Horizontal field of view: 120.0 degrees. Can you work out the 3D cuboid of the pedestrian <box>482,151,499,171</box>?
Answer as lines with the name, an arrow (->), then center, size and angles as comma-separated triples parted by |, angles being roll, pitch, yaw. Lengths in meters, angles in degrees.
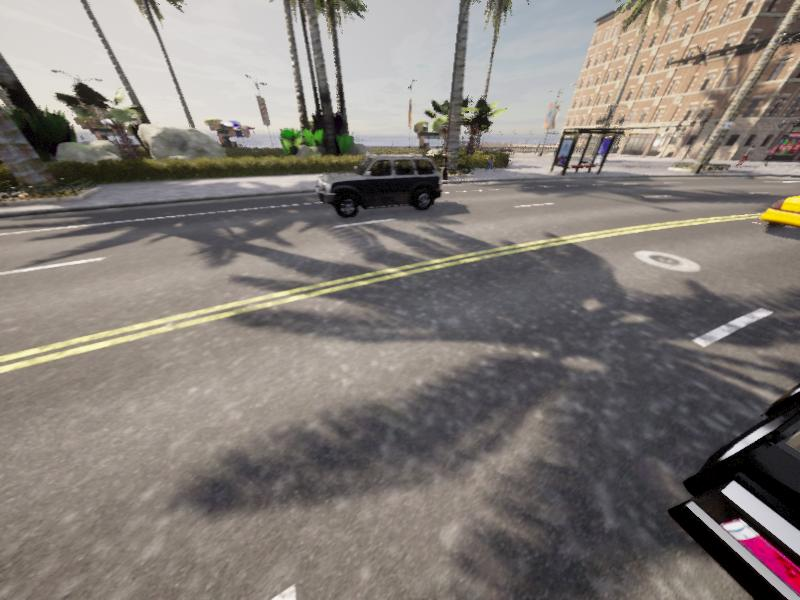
pedestrian -> 7.140, -10.980, 18.288 | 0.751, 1.300, 0.751 | -5, 35, -9

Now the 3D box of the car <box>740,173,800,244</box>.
car -> 13.517, -2.687, 6.617 | 5.366, 1.575, 1.801 | -7, 36, -11

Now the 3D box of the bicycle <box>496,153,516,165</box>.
bicycle -> 10.632, -14.155, 23.163 | 1.643, 1.024, 0.373 | -2, 35, -4

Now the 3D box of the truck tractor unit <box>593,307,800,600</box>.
truck tractor unit -> 5.226, -0.165, 0.598 | 6.516, 4.208, 3.053 | -13, 38, -18

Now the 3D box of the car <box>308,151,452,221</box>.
car -> -0.694, -4.336, 8.516 | 4.605, 1.855, 1.932 | -13, 37, -19

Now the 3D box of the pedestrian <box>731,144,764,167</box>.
pedestrian -> 34.055, -14.158, 22.699 | 0.751, 1.860, 0.751 | -4, 35, -7
